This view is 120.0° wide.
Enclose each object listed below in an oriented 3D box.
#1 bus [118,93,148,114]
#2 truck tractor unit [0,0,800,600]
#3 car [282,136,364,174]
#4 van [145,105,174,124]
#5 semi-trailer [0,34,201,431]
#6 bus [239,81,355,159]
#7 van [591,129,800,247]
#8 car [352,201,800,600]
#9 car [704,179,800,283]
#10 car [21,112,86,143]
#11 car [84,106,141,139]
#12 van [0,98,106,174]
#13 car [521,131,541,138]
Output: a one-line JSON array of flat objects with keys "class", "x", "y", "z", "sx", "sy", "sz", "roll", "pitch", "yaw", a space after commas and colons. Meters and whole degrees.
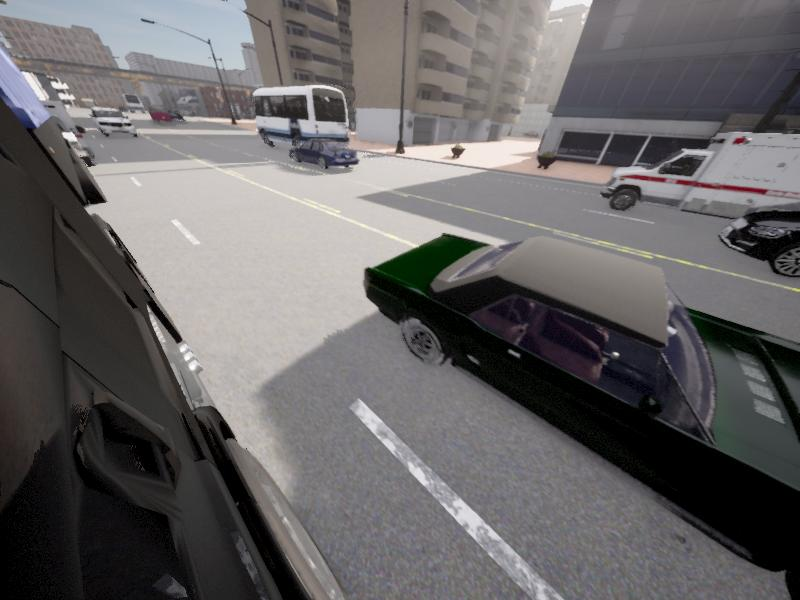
[{"class": "bus", "x": -79.955, "y": -58.741, "z": 69.169, "sx": 3.944, "sy": 4.253, "sz": 10.273, "roll": -29, "pitch": 48, "yaw": -35}, {"class": "truck tractor unit", "x": -2.645, "y": -0.295, "z": 0.351, "sx": 6.516, "sy": 4.208, "sz": 3.053, "roll": 28, "pitch": 44, "yaw": 30}, {"class": "car", "x": -4.798, "y": -9.071, "z": 14.247, "sx": 5.357, "sy": 1.411, "sz": 2.033, "roll": 30, "pitch": 45, "yaw": 31}, {"class": "van", "x": -37.486, "y": -28.850, "z": 35.947, "sx": 4.442, "sy": 1.987, "sz": 1.775, "roll": 31, "pitch": 45, "yaw": 29}, {"class": "semi-trailer", "x": -8.650, "y": -3.645, "z": 4.263, "sx": 14.254, "sy": 4.402, "sz": 2.717, "roll": 29, "pitch": 44, "yaw": 30}, {"class": "bus", "x": -8.900, "y": -15.360, "z": 19.827, "sx": 10.273, "sy": 4.253, "sz": 3.944, "roll": 30, "pitch": 45, "yaw": 30}, {"class": "van", "x": 10.496, "y": -3.622, "z": 7.149, "sx": 6.366, "sy": 2.431, "sz": 2.351, "roll": 30, "pitch": 44, "yaw": 31}, {"class": "car", "x": 1.863, "y": 0.391, "z": 2.178, "sx": 4.718, "sy": 1.301, "sz": 1.895, "roll": 30, "pitch": 44, "yaw": 31}, {"class": "car", "x": 9.761, "y": -0.847, "z": 4.166, "sx": 4.902, "sy": 1.511, "sz": 2.128, "roll": 30, "pitch": 44, "yaw": 31}, {"class": "car", "x": -26.634, "y": -13.345, "z": 17.832, "sx": 4.902, "sy": 1.511, "sz": 2.128, "roll": 31, "pitch": 45, "yaw": 30}, {"class": "car", "x": -26.409, "y": -16.319, "z": 21.215, "sx": 5.566, "sy": 2.045, "sz": 2.150, "roll": 31, "pitch": 45, "yaw": 29}, {"class": "van", "x": -16.969, "y": -8.006, "z": 11.057, "sx": 6.366, "sy": 2.431, "sz": 2.351, "roll": 30, "pitch": 45, "yaw": 31}, {"class": "car", "x": 41.933, "y": -53.210, "z": 74.196, "sx": 4.856, "sy": 1.649, "sz": 2.033, "roll": 32, "pitch": 45, "yaw": 32}]
